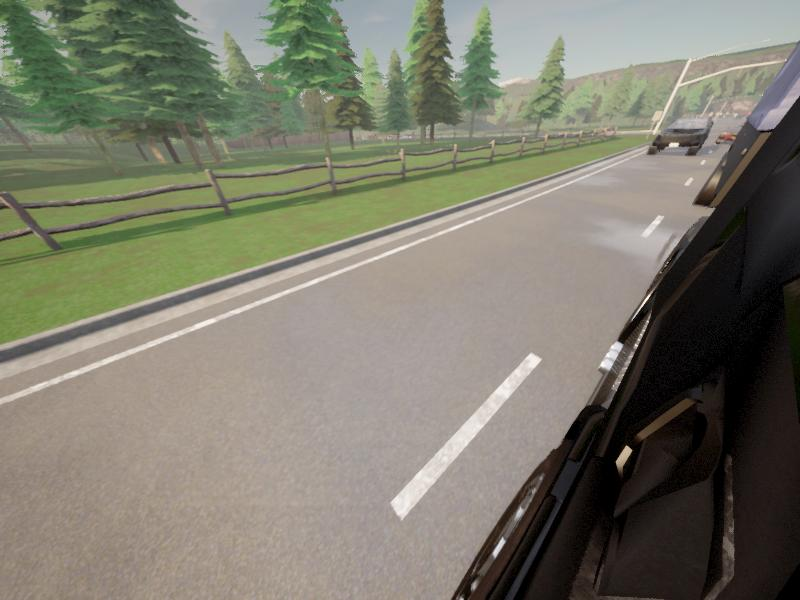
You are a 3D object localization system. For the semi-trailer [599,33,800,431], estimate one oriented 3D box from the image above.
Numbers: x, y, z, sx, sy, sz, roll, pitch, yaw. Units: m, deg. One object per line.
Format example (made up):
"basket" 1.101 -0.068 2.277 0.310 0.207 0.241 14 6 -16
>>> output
"semi-trailer" 8.656 -3.618 4.294 14.254 4.402 2.717 -28 43 -30

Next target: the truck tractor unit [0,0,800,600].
"truck tractor unit" 2.645 -0.295 0.351 6.516 4.208 3.053 -28 44 -30

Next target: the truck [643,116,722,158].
"truck" 20.176 -11.681 16.448 6.274 2.098 2.390 -29 43 -31

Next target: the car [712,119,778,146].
"car" 30.252 -14.733 20.287 5.027 1.651 2.152 -23 41 -25
